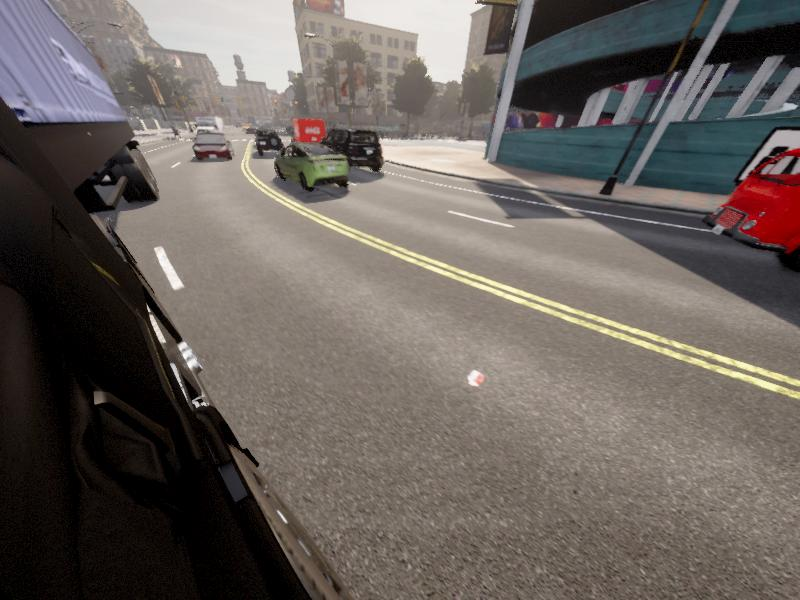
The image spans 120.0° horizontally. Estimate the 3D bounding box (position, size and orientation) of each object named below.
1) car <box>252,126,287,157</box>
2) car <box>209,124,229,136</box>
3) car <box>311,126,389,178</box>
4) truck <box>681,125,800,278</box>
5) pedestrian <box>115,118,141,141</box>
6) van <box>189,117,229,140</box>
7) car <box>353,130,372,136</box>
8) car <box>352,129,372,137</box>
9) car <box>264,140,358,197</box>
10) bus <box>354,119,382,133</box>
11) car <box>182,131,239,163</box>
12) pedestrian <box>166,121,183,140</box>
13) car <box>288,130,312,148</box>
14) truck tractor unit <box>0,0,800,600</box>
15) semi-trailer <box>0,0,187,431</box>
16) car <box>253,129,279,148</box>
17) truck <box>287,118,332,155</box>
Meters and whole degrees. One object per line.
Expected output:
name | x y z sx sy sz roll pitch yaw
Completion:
car | -10.914 -13.247 19.205 1.932 1.855 4.605 -15 41 -22
car | -33.133 -31.296 42.466 2.128 1.511 4.902 -15 40 -22
car | -3.069 -8.877 13.635 2.150 2.045 5.566 -21 43 -28
truck | 10.203 -1.660 4.329 5.204 2.467 2.627 17 40 19
pedestrian | -28.020 -17.591 23.828 0.751 1.860 0.751 -12 39 -18
van | -27.324 -24.840 33.377 2.351 2.431 6.366 -10 39 -16
car | -9.837 -44.022 60.889 4.718 1.301 1.895 -15 40 -22
car | -9.456 -41.844 57.873 4.674 1.442 1.812 -15 40 -22
car | -3.948 -5.897 10.036 2.007 1.525 4.514 -26 45 -32
bus | -12.770 -69.833 92.770 10.273 4.253 3.944 -15 40 -22
car | -12.861 -10.702 16.028 2.163 1.488 4.792 -15 40 -22
pedestrian | -28.015 -21.083 28.750 0.751 1.860 0.751 -16 41 -23
car | -11.449 -18.499 26.466 1.789 1.549 3.705 -15 40 -22
truck tractor unit | -2.645 -0.295 0.351 6.516 4.208 3.053 28 44 30
semi-trailer | -7.996 -3.986 4.837 2.717 4.402 14.254 -26 45 -32
car | -14.675 -17.736 25.299 2.007 1.525 4.514 -15 40 -22
truck | -8.451 -15.182 21.420 2.627 2.467 5.204 -15 40 -22
